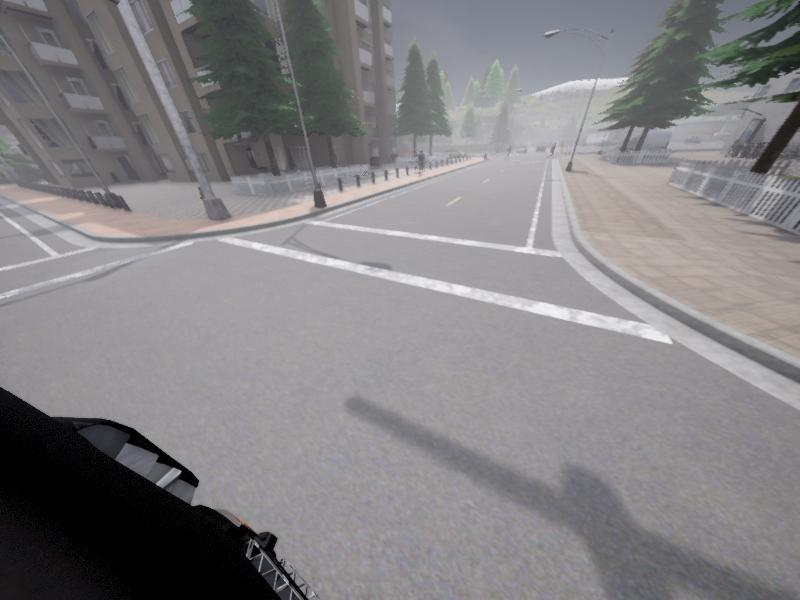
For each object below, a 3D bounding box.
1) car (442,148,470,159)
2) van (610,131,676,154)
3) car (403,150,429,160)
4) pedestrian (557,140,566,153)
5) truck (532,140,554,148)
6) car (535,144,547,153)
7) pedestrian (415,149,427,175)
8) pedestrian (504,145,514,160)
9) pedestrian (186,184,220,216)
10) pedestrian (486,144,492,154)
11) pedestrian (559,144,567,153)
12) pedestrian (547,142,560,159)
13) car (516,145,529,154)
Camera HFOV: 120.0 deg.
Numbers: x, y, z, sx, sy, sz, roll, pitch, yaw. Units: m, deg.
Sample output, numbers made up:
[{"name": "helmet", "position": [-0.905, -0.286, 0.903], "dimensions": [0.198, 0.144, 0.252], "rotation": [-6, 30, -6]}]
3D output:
[{"name": "car", "position": [10.403, -27.408, 43.316], "dimensions": [4.514, 1.525, 2.007], "rotation": [17, 38, 28]}, {"name": "van", "position": [35.715, -23.263, 34.269], "dimensions": [5.915, 2.561, 1.988], "rotation": [15, 37, 25]}, {"name": "car", "position": [3.222, -29.449, 46.920], "dimensions": [5.008, 1.535, 1.882], "rotation": [15, 37, 25]}, {"name": "pedestrian", "position": [30.408, -28.898, 43.509], "dimensions": [0.751, 1.860, 0.751], "rotation": [22, 41, 33]}, {"name": "truck", "position": [50.247, -54.722, 81.240], "dimensions": [6.274, 2.098, 2.390], "rotation": [15, 38, 25]}, {"name": "car", "position": [31.566, -33.970, 51.746], "dimensions": [1.837, 1.490, 4.892], "rotation": [15, 37, 25]}, {"name": "pedestrian", "position": [1.778, -11.522, 19.307], "dimensions": [0.751, 1.860, 0.751], "rotation": [15, 37, 25]}, {"name": "pedestrian", "position": [16.090, -21.787, 34.068], "dimensions": [0.751, 1.860, 0.751], "rotation": [-28, 41, -33]}, {"name": "pedestrian", "position": [-7.946, -4.037, 9.369], "dimensions": [0.500, 1.100, 0.500], "rotation": [12, 36, 22]}, {"name": "pedestrian", "position": [19.103, -32.336, 49.452], "dimensions": [0.751, 1.860, 0.751], "rotation": [17, 38, 27]}, {"name": "pedestrian", "position": [30.396, -28.314, 43.134], "dimensions": [0.751, 1.300, 0.751], "rotation": [13, 37, 22]}, {"name": "pedestrian", "position": [21.383, -20.861, 32.270], "dimensions": [0.751, 1.860, 0.751], "rotation": [-1, 33, 2]}, {"name": "car", "position": [27.075, -33.300, 51.038], "dimensions": [2.007, 1.525, 4.514], "rotation": [15, 37, 25]}]
